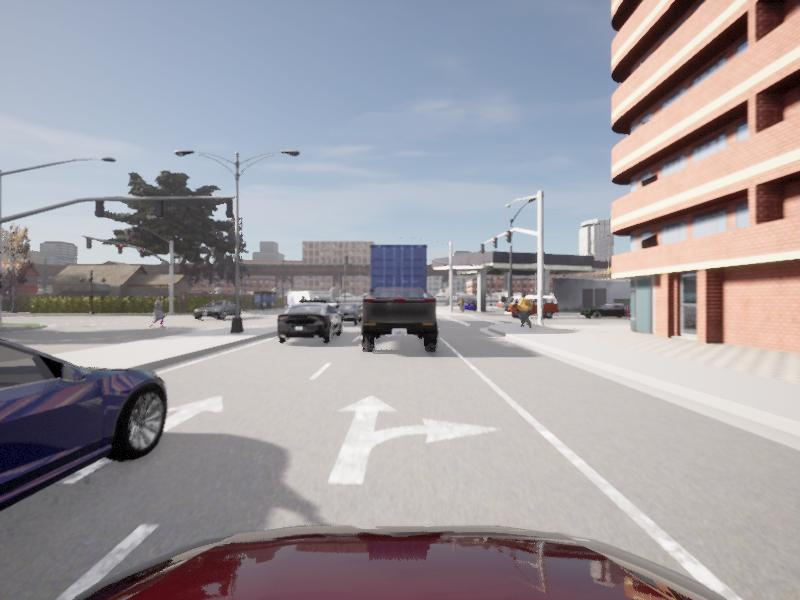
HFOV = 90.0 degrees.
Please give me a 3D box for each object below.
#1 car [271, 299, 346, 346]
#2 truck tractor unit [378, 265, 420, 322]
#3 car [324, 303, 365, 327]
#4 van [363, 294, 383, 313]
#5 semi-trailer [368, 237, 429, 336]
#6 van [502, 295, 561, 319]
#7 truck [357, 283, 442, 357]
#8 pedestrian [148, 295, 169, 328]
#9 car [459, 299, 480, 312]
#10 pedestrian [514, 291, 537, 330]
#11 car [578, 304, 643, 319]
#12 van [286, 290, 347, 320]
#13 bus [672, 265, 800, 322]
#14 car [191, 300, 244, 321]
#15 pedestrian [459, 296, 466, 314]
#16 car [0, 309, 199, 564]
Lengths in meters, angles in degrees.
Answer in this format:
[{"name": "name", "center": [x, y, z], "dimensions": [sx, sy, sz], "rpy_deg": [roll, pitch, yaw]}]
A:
[{"name": "car", "center": [-3.557, 0.796, 16.618], "dimensions": [1.930, 1.638, 5.238], "rpy_deg": [0, 0, 0]}, {"name": "truck tractor unit", "center": [-0.096, -0.473, 32.711], "dimensions": [3.053, 4.208, 6.516], "rpy_deg": [0, 0, 0]}, {"name": "car", "center": [-3.572, 0.935, 26.914], "dimensions": [2.033, 1.411, 5.357], "rpy_deg": [0, 0, 0]}, {"name": "van", "center": [-3.656, 0.462, 55.984], "dimensions": [2.351, 2.431, 6.366], "rpy_deg": [0, 0, 0]}, {"name": "semi-trailer", "center": [-0.078, -0.581, 24.797], "dimensions": [2.717, 4.402, 14.254], "rpy_deg": [0, 0, 0]}, {"name": "van", "center": [11.517, 0.624, 35.153], "dimensions": [4.480, 2.038, 2.069], "rpy_deg": [0, 0, -2]}, {"name": "truck", "center": [-0.031, 0.564, 14.490], "dimensions": [2.390, 2.098, 6.274], "rpy_deg": [0, 0, 0]}, {"name": "pedestrian", "center": [-13.966, 0.672, 23.174], "dimensions": [0.751, 1.860, 0.751], "rpy_deg": [0, 0, 4]}, {"name": "car", "center": [9.555, 0.721, 55.346], "dimensions": [2.242, 1.667, 4.611], "rpy_deg": [0, 0, 0]}, {"name": "pedestrian", "center": [6.194, 0.515, 19.729], "dimensions": [0.751, 1.860, 0.751], "rpy_deg": [0, 0, -24]}, {"name": "car", "center": [18.442, 0.997, 35.240], "dimensions": [4.718, 1.301, 1.895], "rpy_deg": [0, 0, -1]}, {"name": "van", "center": [-7.594, 0.432, 35.659], "dimensions": [2.351, 2.431, 6.366], "rpy_deg": [0, 0, -43]}, {"name": "bus", "center": [28.272, -0.486, 32.079], "dimensions": [10.273, 4.253, 3.944], "rpy_deg": [0, 0, -1]}, {"name": "car", "center": [-15.092, 0.831, 33.462], "dimensions": [2.152, 1.651, 5.027], "rpy_deg": [0, 0, 0]}, {"name": "pedestrian", "center": [6.705, 0.551, 42.918], "dimensions": [0.751, 1.860, 0.751], "rpy_deg": [0, 0, 9]}, {"name": "car", "center": [-3.506, 0.855, 2.437], "dimensions": [2.163, 1.488, 4.792], "rpy_deg": [0, 0, 0]}]
